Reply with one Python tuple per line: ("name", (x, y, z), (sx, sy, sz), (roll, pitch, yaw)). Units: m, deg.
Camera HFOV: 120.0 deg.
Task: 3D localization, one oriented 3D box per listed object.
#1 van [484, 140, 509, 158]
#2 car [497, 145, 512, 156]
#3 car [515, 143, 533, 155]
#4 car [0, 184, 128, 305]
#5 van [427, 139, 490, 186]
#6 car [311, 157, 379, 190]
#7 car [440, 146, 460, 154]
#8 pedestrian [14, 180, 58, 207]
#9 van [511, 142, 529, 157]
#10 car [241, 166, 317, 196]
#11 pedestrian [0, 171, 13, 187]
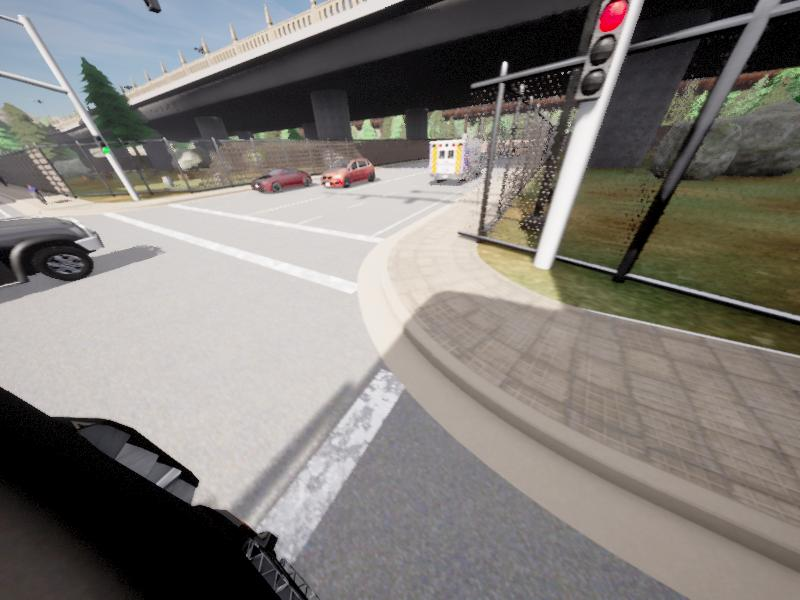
("van", (16.793, -26.195, 40.044), (2.351, 2.431, 6.366), (16, 38, 26))
("car", (20.601, -29.590, 45.606), (1.851, 1.617, 3.988), (16, 38, 26))
("car", (23.789, -28.976, 44.256), (2.097, 1.767, 4.553), (16, 38, 26))
("car", (-8.842, -0.705, 4.063), (1.932, 1.855, 4.605), (16, 37, 26))
("van", (4.367, -10.098, 16.750), (2.351, 2.431, 6.366), (16, 38, 26))
("car", (-3.813, -9.410, 17.048), (2.242, 1.667, 4.611), (16, 38, 26))
("car", (15.081, -45.449, 69.933), (5.238, 1.638, 1.930), (16, 38, 26))
("pedestrian", (-21.527, -6.319, 13.705), (0.751, 1.300, 0.751), (-30, 42, -34))
("van", (20.729, -26.044, 39.903), (1.775, 1.987, 4.442), (16, 38, 26))
("car", (-8.379, -8.595, 16.453), (1.994, 1.385, 4.181), (16, 38, 26))
("pedestrian", (-49.598, -15.103, 28.675), (0.751, 1.860, 0.751), (18, 39, 28))
